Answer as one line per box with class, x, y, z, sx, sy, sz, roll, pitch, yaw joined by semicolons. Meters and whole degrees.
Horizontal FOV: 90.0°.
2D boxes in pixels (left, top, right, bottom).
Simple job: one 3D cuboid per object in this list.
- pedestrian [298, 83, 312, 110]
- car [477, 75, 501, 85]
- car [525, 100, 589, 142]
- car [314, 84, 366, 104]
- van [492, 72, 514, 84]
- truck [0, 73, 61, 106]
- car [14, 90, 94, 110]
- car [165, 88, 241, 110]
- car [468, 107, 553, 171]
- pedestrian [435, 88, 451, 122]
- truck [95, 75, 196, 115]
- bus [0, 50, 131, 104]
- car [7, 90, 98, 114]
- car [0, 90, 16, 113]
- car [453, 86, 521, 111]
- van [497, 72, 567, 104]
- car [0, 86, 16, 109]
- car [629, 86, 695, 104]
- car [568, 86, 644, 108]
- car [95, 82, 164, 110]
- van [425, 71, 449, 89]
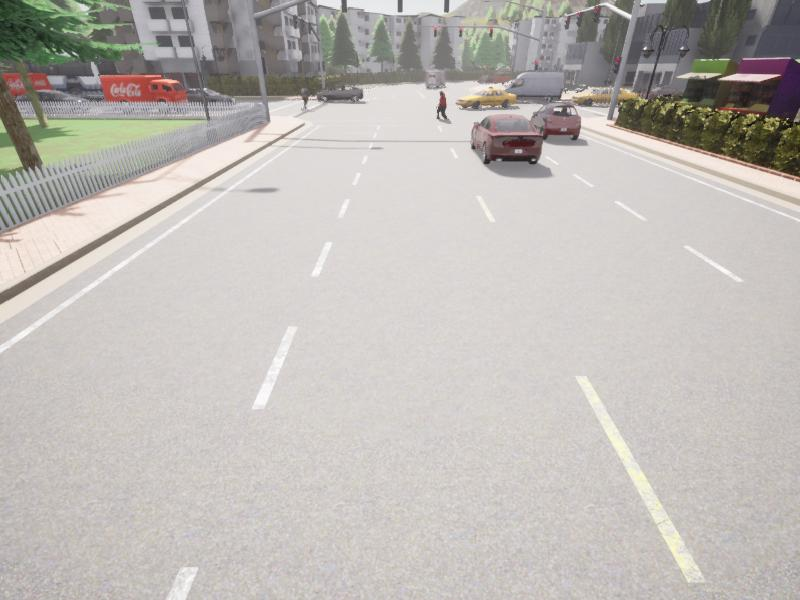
pedestrian;-7.517;-16.072;31.651;0.751;1.860;0.751;1;30;2
car;18.487;-45.753;83.048;5.027;1.651;2.152;-24;38;-35
car;7.584;-8.885;19.718;1.845;1.501;3.633;2;30;3
car;-5.675;-19.811;38.434;4.514;1.525;2.007;1;30;2
van;20.662;-44.646;80.509;4.442;1.987;1.775;-24;38;-35
truck;-34.659;-18.980;36.059;5.204;2.467;2.627;1;30;2
car;-28.535;-16.591;33.147;4.718;1.301;1.895;1;30;2
car;-15.992;-16.458;32.706;4.902;1.511;2.128;1;30;2
car;3.930;-6.271;15.234;1.882;1.535;5.008;0;30;0
pedestrian;2.676;-12.279;25.155;0.751;1.860;0.751;-4;31;-7
truck;-18.574;-15.153;29.520;5.204;2.467;2.627;1;30;2
bus;-32.820;-21.413;38.479;10.273;4.253;3.944;1;30;2
car;-25.926;-14.863;29.991;4.892;1.490;1.837;1;30;2
car;-32.483;-14.981;30.193;4.892;1.490;1.837;1;30;2
car;7.118;-16.560;32.810;5.366;1.575;1.801;-14;33;-23
van;12.521;-20.334;38.328;5.915;2.561;1.988;7;32;12
car;-35.744;-16.861;33.286;5.027;1.651;2.152;1;30;2
car;24.439;-19.236;37.531;4.674;1.442;1.812;1;30;2
car;17.740;-17.648;34.676;5.366;1.575;1.801;1;30;2
car;-22.063;-16.730;32.795;3.866;1.878;1.905;1;30;2
van;6.087;-36.377;65.901;2.351;2.431;6.366;10;32;16
